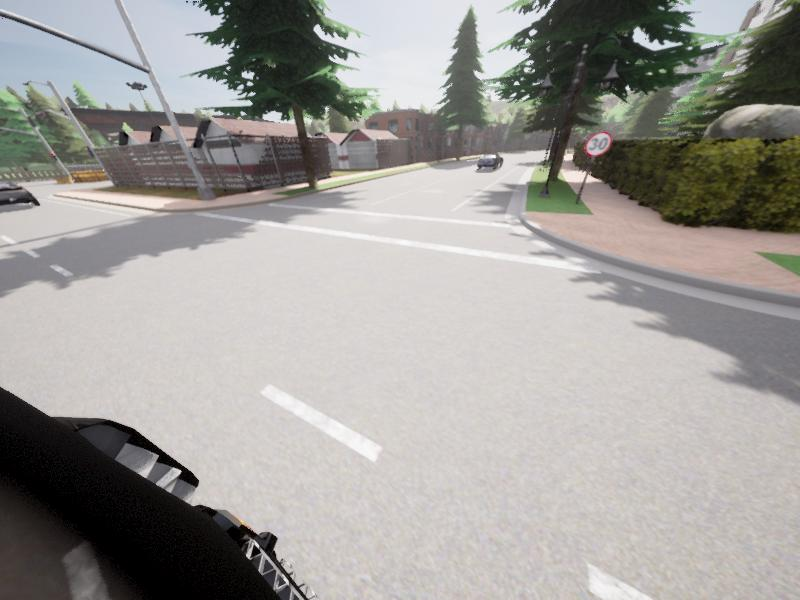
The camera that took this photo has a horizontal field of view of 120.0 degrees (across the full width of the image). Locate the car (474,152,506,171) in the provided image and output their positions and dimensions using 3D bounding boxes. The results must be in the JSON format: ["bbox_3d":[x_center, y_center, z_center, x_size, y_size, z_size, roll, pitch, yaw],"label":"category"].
[{"bbox_3d":[9.622,-14.707,24.447,2.033,1.411,5.357,15,37,25],"label":"car"}]

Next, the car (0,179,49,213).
[{"bbox_3d":[-25.095,-6.640,14.550,4.902,1.511,2.128,14,37,24],"label":"car"}]

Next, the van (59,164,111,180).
[{"bbox_3d":[-51.985,-21.231,38.282,1.775,1.987,4.442,13,37,22],"label":"van"}]
